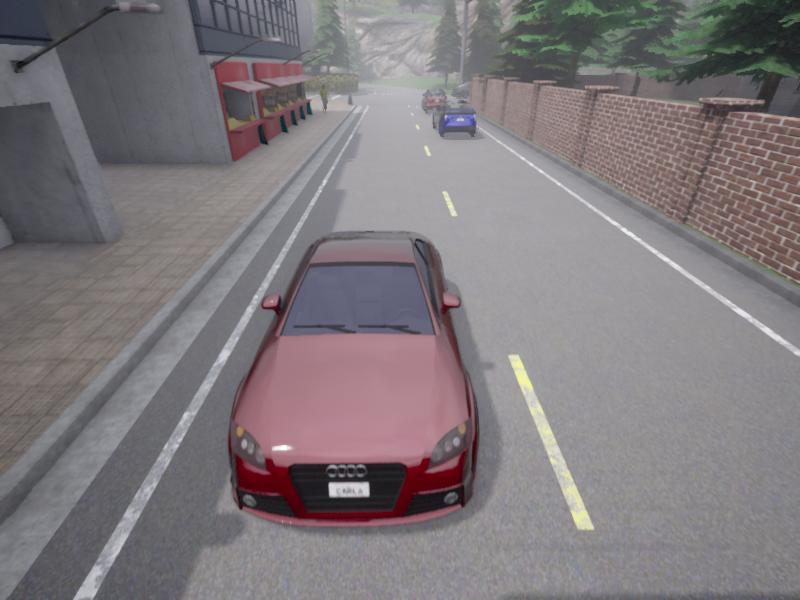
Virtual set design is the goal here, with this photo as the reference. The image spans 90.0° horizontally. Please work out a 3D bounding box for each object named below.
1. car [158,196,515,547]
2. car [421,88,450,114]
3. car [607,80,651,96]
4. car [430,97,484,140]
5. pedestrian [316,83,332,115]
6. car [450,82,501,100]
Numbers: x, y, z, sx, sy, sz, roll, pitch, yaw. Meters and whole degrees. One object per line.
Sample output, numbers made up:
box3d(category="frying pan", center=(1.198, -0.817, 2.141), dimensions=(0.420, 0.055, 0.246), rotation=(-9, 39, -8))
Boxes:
box3d(category="car", center=(-0.377, 0.148, 4.389), dimensions=(1.994, 1.385, 4.181), rotation=(0, 30, -1))
box3d(category="car", center=(2.592, -15.051, 30.174), dimensions=(1.789, 1.549, 3.705), rotation=(-1, 30, -1))
box3d(category="car", center=(25.275, -23.477, 44.260), dimensions=(3.633, 1.501, 1.845), rotation=(-1, 30, -2))
box3d(category="car", center=(2.789, -9.450, 20.636), dimensions=(2.007, 1.525, 4.514), rotation=(-1, 30, -1))
box3d(category="pedestrian", center=(-5.059, -13.419, 26.738), dimensions=(0.751, 1.860, 0.751), rotation=(-12, 32, -19))
box3d(category="car", center=(7.637, -21.232, 40.599), dimensions=(4.674, 1.442, 1.812), rotation=(-10, 30, -13))
